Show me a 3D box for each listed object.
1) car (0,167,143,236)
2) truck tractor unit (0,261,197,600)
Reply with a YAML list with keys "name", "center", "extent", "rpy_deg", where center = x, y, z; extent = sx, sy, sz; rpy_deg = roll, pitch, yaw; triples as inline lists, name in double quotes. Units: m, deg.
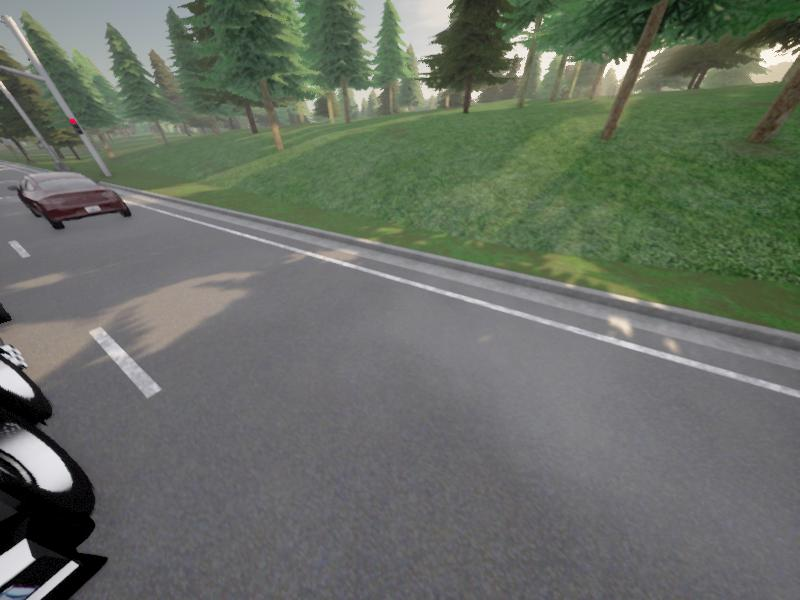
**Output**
- name: "car"
  center: [-11.488, -3.606, 8.012]
  extent: [4.674, 1.442, 1.812]
  rpy_deg: [18, 39, 25]
- name: "truck tractor unit"
  center: [-5.106, -0.307, 0.782]
  extent: [6.516, 4.208, 3.053]
  rpy_deg: [19, 39, 24]
